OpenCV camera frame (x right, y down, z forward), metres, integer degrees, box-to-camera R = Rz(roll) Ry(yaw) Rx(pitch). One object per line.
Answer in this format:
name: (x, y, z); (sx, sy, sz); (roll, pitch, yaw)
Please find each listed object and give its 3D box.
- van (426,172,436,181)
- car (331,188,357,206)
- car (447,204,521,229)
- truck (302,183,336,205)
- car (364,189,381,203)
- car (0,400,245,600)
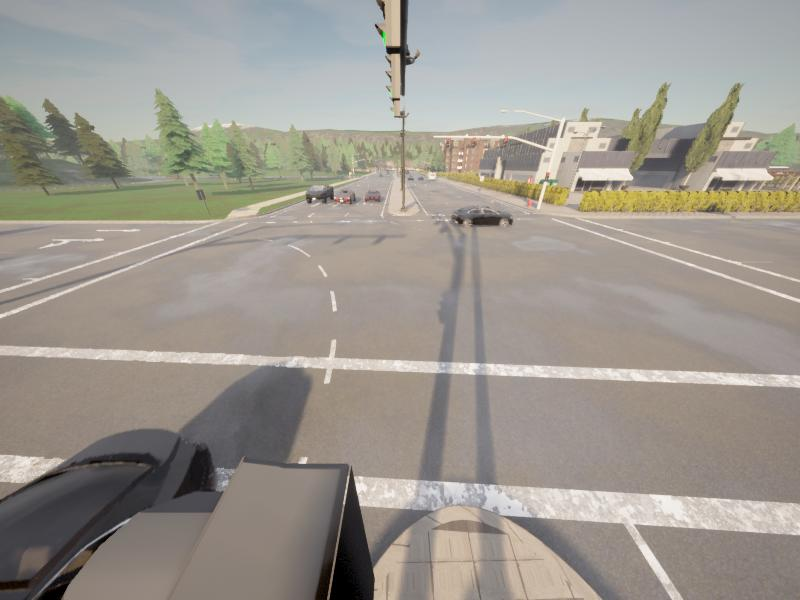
van: (10.659, -42.364, 79.256); (2.351, 2.431, 6.366); (0, 30, 0)
car: (-7.190, -13.642, 30.312); (2.152, 1.651, 5.027); (0, 30, -1)
car: (6.501, -6.680, 18.366); (4.902, 1.511, 2.128); (-2, 30, -3)
truck: (-10.710, -14.415, 31.174); (2.390, 2.098, 6.274); (0, 30, -1)
car: (-3.720, -14.464, 31.989); (1.994, 1.385, 4.181); (0, 30, -1)
car: (-3.274, 3.210, 1.255); (1.837, 1.490, 4.892); (-2, 30, -4)
